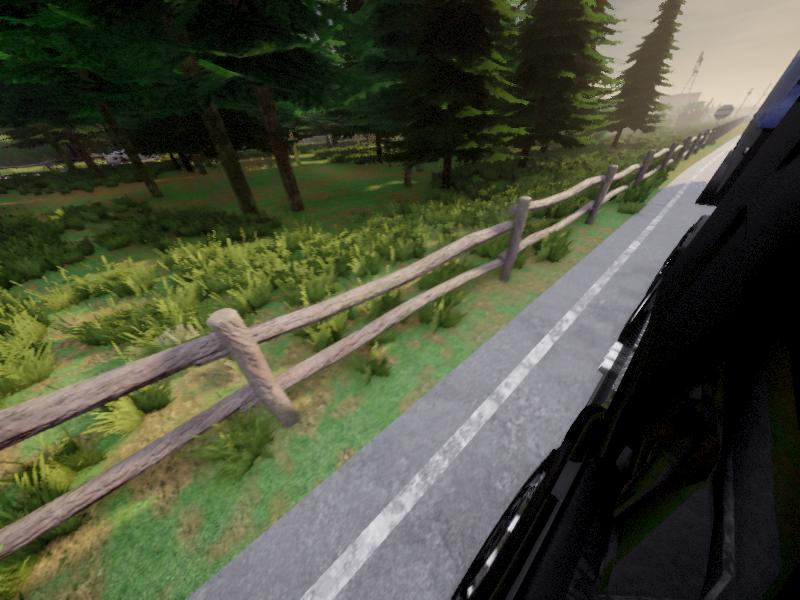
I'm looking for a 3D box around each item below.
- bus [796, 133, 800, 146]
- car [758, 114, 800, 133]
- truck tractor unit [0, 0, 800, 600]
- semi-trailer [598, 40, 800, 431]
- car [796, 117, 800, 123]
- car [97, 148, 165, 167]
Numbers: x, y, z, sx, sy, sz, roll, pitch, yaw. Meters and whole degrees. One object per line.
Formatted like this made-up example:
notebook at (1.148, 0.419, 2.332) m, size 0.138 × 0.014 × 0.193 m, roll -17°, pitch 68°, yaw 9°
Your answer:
bus at (33.267, -13.573, 16.107) m, size 10.273 × 4.253 × 3.944 m, roll -27°, pitch 43°, yaw -28°
car at (43.895, -20.458, 26.822) m, size 3.988 × 1.617 × 1.851 m, roll -27°, pitch 43°, yaw -29°
truck tractor unit at (2.645, -0.295, 0.351) m, size 6.516 × 4.208 × 3.053 m, roll -28°, pitch 44°, yaw -30°
semi-trailer at (8.682, -3.618, 4.242) m, size 14.254 × 4.402 × 2.717 m, roll -28°, pitch 44°, yaw -30°
car at (76.647, -34.310, 43.271) m, size 5.366 × 1.575 × 1.801 m, roll -27°, pitch 43°, yaw -29°
car at (-30.782, -16.489, 26.643) m, size 1.812 × 1.442 × 4.674 m, roll 12°, pitch 39°, yaw 19°
